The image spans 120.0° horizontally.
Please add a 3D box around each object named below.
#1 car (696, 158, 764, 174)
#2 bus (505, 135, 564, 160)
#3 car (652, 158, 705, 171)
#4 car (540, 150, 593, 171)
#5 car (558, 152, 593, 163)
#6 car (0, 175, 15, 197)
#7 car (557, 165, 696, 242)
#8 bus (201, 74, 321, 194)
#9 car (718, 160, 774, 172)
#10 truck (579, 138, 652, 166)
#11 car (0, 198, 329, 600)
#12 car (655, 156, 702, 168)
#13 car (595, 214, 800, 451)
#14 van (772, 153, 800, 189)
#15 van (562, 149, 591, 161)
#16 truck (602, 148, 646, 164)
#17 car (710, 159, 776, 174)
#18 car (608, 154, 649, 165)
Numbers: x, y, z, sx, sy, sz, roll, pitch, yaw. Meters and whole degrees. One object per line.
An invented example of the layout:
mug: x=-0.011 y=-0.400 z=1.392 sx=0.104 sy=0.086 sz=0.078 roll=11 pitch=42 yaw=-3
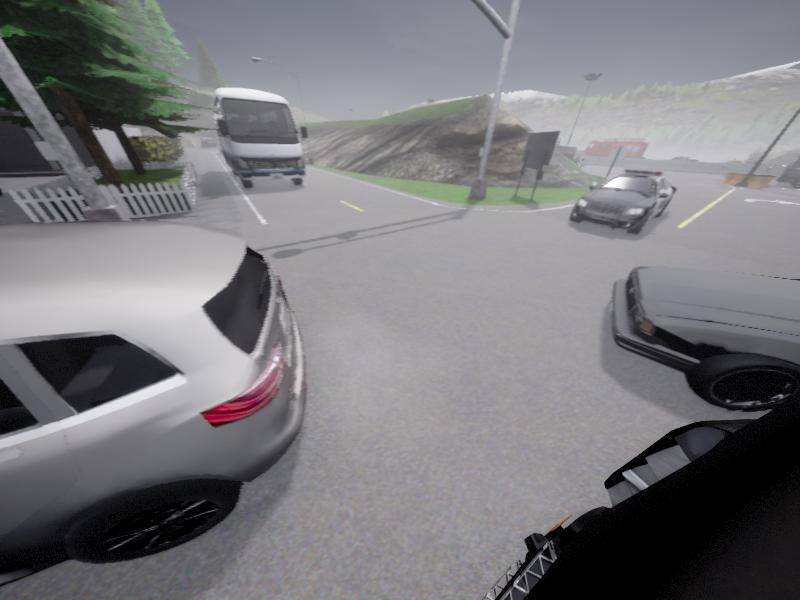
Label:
car: x=47.156 y=-19.387 z=33.202 sx=1.801 sy=1.575 sz=5.366 roll=-21 pitch=40 yaw=-29
bus: x=29.964 y=-34.569 z=52.269 sx=3.944 sy=4.253 sz=10.273 roll=-21 pitch=40 yaw=-29
car: x=41.625 y=-20.392 z=34.672 sx=1.895 sy=1.301 sz=4.718 roll=-21 pitch=40 yaw=-29
car: x=20.566 y=-17.375 z=28.762 sx=1.932 sy=1.855 sz=4.605 roll=-24 pitch=43 yaw=-32
car: x=33.405 y=-27.250 z=44.160 sx=1.837 sy=1.490 sz=4.892 roll=-21 pitch=40 yaw=-29
car: x=-16.655 y=-4.320 z=7.942 sx=1.905 sy=1.878 sz=3.866 roll=-21 pitch=40 yaw=-30
car: x=7.965 y=-3.625 z=8.082 sx=4.974 sy=1.542 sz=2.038 roll=-24 pitch=42 yaw=-30
bus: x=-8.993 y=-9.957 z=14.436 sx=3.944 sy=4.253 sz=10.273 roll=-20 pitch=40 yaw=-29
car: x=53.585 y=-20.839 z=35.866 sx=1.895 sy=1.301 sz=4.718 roll=-21 pitch=40 yaw=-29
truck: x=38.884 y=-27.159 z=42.212 sx=2.891 sy=3.827 sz=8.468 roll=-21 pitch=40 yaw=-29
car: x=-3.056 y=0.580 z=1.312 sx=4.611 sy=1.667 sz=2.242 roll=-11 pitch=36 yaw=-22
car: x=49.199 y=-24.536 z=40.904 sx=1.837 sy=1.490 sz=4.892 roll=-21 pitch=40 yaw=-29
car: x=5.121 y=0.745 z=1.741 sx=5.357 sy=1.411 sz=2.033 roll=25 pitch=40 yaw=30
van: x=34.419 y=-9.689 z=17.565 sx=1.988 sy=2.561 sz=5.915 roll=-21 pitch=40 yaw=-29
van: x=39.534 y=-32.705 z=51.993 sx=1.775 sy=1.987 sz=4.442 roll=-21 pitch=40 yaw=-29
truck: x=44.517 y=-28.805 z=46.081 sx=2.627 sy=2.467 sz=5.204 roll=-21 pitch=40 yaw=-29
car: x=50.618 y=-19.889 z=34.261 sx=2.033 sy=1.411 sz=5.357 roll=-21 pitch=40 yaw=-29
car: x=42.790 y=-26.387 z=43.313 sx=2.128 sy=1.511 sz=4.902 roll=-21 pitch=40 yaw=-29
